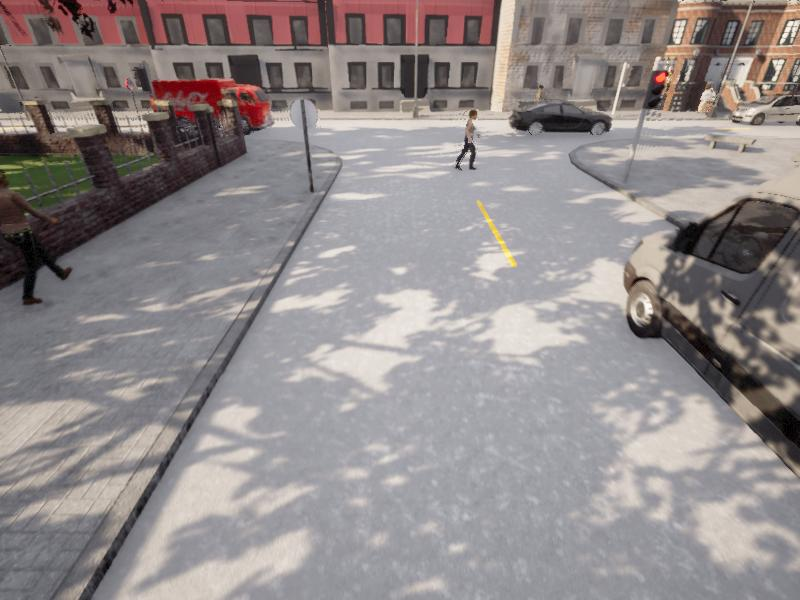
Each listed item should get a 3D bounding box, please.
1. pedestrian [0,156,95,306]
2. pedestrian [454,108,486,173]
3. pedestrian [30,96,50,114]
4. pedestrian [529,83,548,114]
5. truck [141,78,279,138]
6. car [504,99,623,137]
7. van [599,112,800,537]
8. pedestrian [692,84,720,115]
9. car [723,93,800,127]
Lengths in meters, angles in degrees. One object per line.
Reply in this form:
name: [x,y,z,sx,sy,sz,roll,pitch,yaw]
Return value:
pedestrian: [-5.154,-0.917,5.471,0.751,1.860,0.751,1,30,2]
pedestrian: [2.228,-5.115,12.849,0.751,1.860,0.751,0,30,0]
pedestrian: [-24.985,-13.517,27.755,0.500,1.100,0.500,-5,31,-8]
pedestrian: [9.578,-13.936,27.718,0.751,1.860,0.751,-3,30,-6]
truck: [-9.208,-9.606,19.978,5.204,2.467,2.627,0,30,1]
car: [8.084,-9.198,20.194,5.008,1.535,1.882,0,30,0]
van: [3.999,0.330,2.921,1.988,2.561,5.915,1,30,1]
pedestrian: [20.728,-13.610,27.160,0.751,1.860,0.751,5,31,9]
car: [22.025,-11.234,23.606,3.988,1.617,1.851,0,30,0]
